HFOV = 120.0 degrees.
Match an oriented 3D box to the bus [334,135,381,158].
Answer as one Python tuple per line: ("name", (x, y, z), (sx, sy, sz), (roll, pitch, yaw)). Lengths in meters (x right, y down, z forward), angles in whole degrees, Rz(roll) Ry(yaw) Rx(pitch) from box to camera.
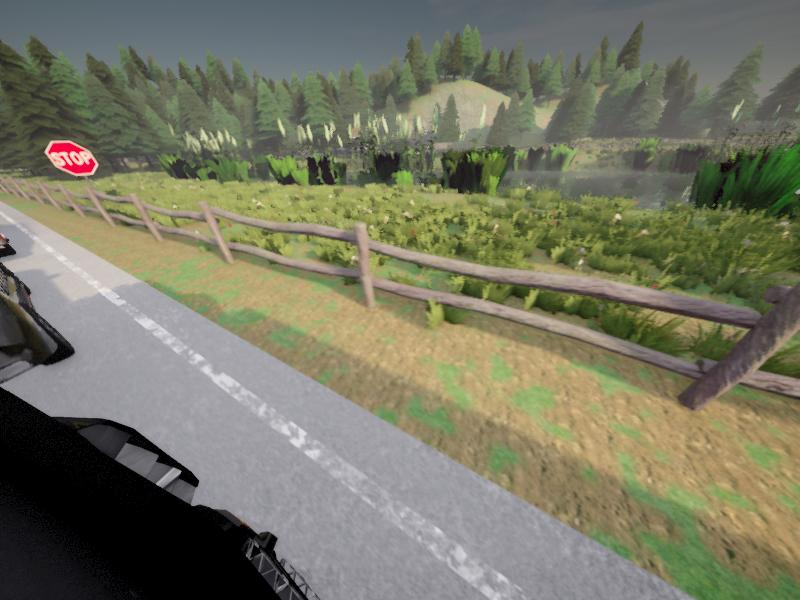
("bus", (-10.252, -37.571, 56.760), (10.273, 4.253, 3.944), (10, 36, 18))

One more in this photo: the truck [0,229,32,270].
("truck", (-12.338, -1.997, 5.400), (5.204, 2.467, 2.627), (16, 38, 26))

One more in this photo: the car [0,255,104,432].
("car", (-6.242, 0.135, 2.592), (5.027, 1.651, 2.152), (16, 38, 26))
